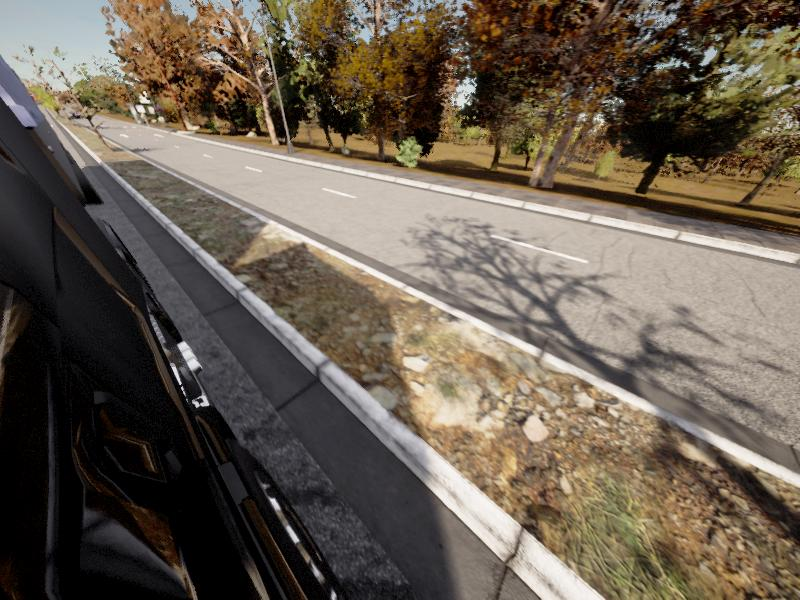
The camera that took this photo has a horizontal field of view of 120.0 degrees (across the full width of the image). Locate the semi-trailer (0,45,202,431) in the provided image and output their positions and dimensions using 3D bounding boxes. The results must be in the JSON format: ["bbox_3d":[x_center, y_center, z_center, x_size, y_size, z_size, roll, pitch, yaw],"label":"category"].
[{"bbox_3d":[-8.703,-3.596,4.232,14.254,4.402,2.717,28,44,30],"label":"semi-trailer"}]

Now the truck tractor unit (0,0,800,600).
[{"bbox_3d":[-2.645,-0.295,0.352,6.516,4.208,3.053,28,44,30],"label":"truck tractor unit"}]
